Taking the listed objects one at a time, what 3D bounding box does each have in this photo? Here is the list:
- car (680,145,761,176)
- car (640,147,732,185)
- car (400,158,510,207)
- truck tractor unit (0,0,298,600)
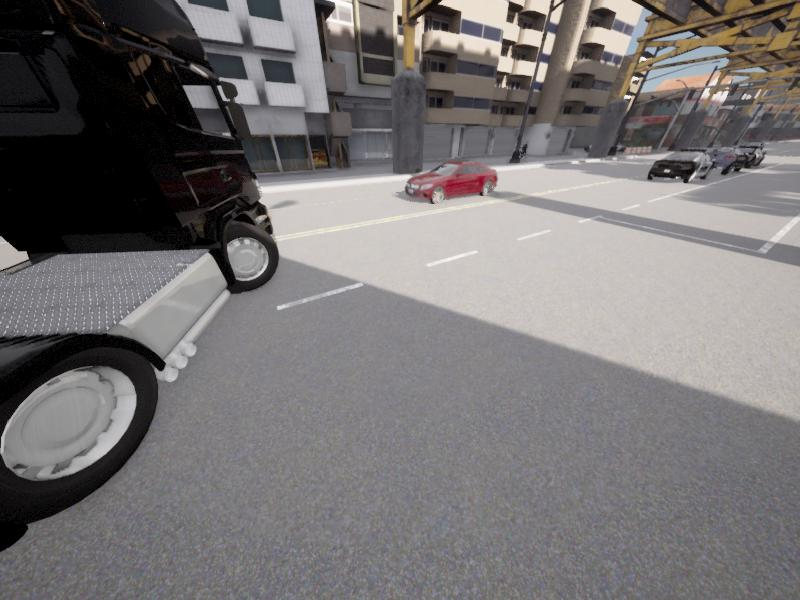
[{"bbox_3d":[23.728,-10.419,17.140,5.027,1.651,2.152,-19,39,-24],"label":"car"},{"bbox_3d":[17.644,-8.374,14.279,5.238,1.638,1.930,-19,39,-24],"label":"car"},{"bbox_3d":[2.459,-5.454,10.471,4.674,1.442,1.812,-19,39,-24],"label":"car"},{"bbox_3d":[-3.643,-0.851,1.551,3.053,4.208,6.516,-3,35,-5],"label":"truck tractor unit"}]
